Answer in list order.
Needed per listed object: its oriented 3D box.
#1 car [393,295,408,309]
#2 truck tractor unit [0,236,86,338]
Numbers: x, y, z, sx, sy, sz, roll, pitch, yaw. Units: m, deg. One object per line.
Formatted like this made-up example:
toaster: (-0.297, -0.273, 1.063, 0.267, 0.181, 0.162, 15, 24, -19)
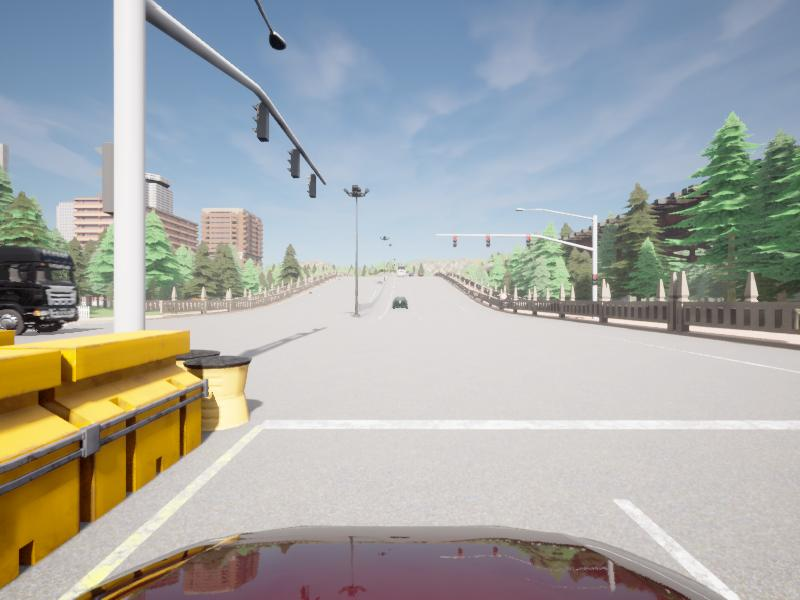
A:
car: (0.034, 0.215, 57.513, 2.097, 1.767, 4.553, 0, 4, 0)
truck tractor unit: (-18.477, -0.528, 17.750, 6.516, 4.208, 3.053, 0, 0, -7)
